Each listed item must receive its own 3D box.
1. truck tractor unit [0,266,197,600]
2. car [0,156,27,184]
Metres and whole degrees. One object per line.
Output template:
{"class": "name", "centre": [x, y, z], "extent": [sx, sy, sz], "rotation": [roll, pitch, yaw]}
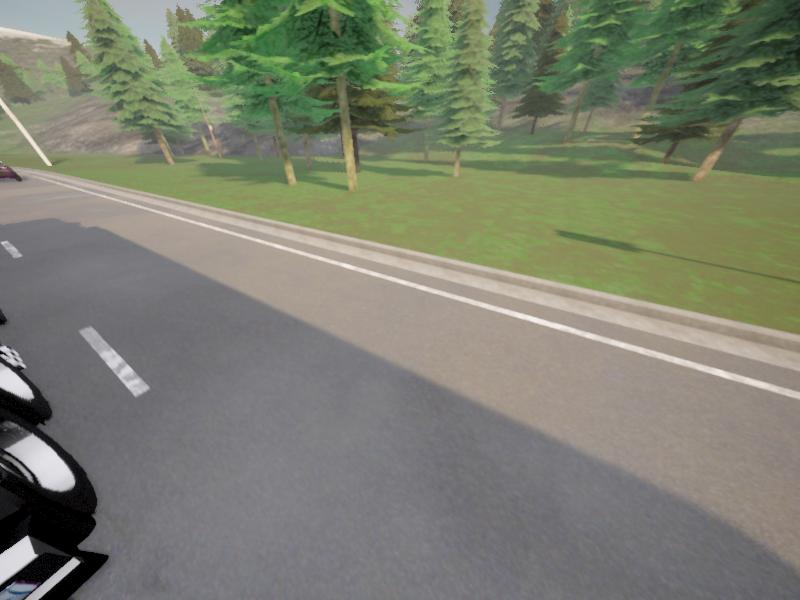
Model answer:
{"class": "truck tractor unit", "centre": [-5.115, -0.298, 0.776], "extent": [6.516, 4.208, 3.053], "rotation": [18, 39, 24]}
{"class": "car", "centre": [-28.095, -8.917, 15.740], "extent": [4.193, 1.474, 1.816], "rotation": [18, 39, 24]}
